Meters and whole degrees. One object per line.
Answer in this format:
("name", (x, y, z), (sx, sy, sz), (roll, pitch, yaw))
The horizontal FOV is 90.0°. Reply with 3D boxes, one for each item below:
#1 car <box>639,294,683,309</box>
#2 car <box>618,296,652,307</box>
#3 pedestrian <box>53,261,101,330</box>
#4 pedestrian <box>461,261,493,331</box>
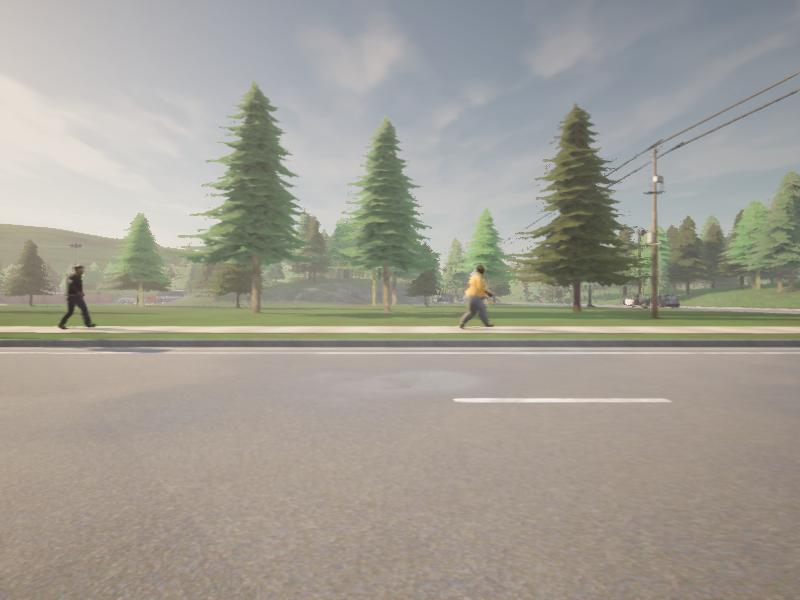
("car", (30.403, 0.178, 46.759), (2.033, 1.649, 4.856), (0, 0, 1))
("car", (34.050, 0.226, 58.065), (2.038, 1.542, 4.974), (0, 0, 1))
("pedestrian", (-9.025, -0.115, 11.203), (0.751, 1.860, 0.751), (0, 0, 1))
("pedestrian", (2.111, -0.115, 10.992), (0.751, 1.860, 0.751), (0, 0, 2))
